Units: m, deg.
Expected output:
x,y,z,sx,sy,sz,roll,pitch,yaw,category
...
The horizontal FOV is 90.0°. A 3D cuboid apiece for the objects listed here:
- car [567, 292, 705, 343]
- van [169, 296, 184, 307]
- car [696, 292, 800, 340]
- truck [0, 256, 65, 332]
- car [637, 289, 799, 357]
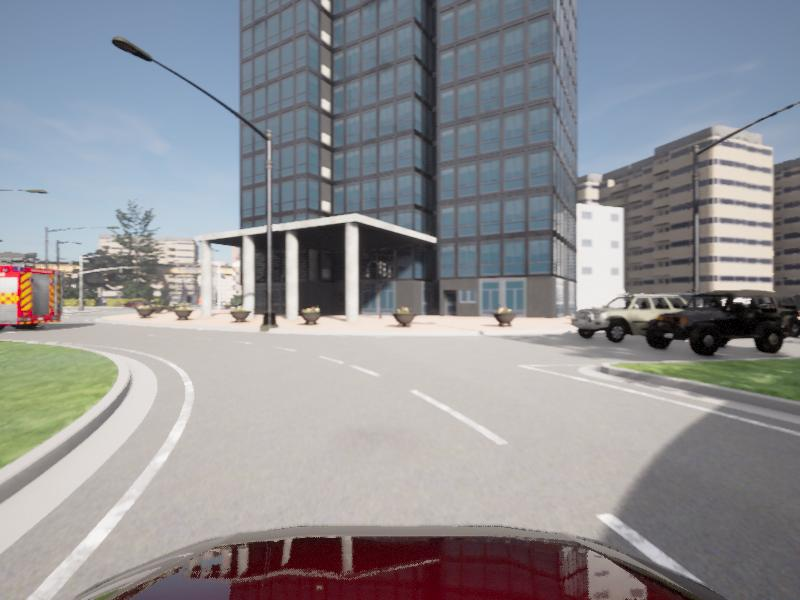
x,y,z,sx,sy,sz,roll,pitch,yaw,category
9.270,0.641,15.869,4.605,1.855,1.932,0,0,-12,car
-53.841,0.449,96.450,1.988,2.561,5.915,0,0,-19,van
15.200,0.622,17.266,3.866,1.878,1.905,0,0,-15,car
-23.405,-0.272,21.295,8.468,3.827,2.891,0,0,-4,truck
9.786,0.632,12.436,3.866,1.878,1.905,0,0,-12,car
